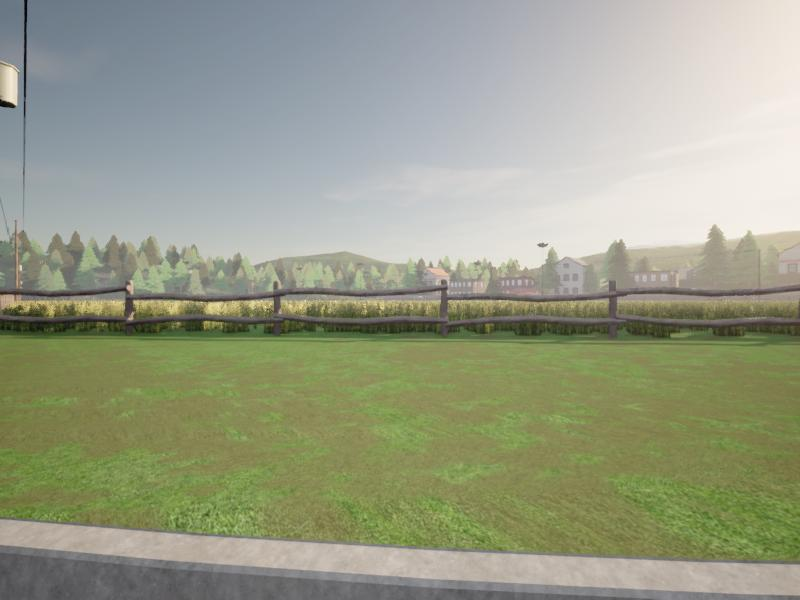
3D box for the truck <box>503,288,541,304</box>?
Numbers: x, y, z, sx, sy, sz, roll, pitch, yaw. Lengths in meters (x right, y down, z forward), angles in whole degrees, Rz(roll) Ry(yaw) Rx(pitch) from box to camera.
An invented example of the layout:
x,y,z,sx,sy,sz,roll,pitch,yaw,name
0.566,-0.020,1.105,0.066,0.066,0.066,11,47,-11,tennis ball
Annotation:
x,y,z,sx,sy,sz,roll,pitch,yaw,name
29.231,-0.925,96.171,2.891,3.827,8.468,0,0,-43,truck
